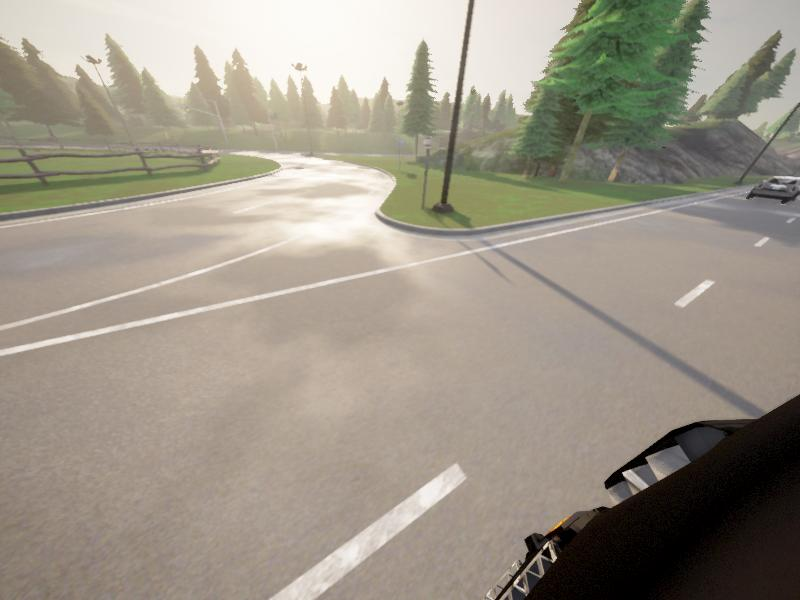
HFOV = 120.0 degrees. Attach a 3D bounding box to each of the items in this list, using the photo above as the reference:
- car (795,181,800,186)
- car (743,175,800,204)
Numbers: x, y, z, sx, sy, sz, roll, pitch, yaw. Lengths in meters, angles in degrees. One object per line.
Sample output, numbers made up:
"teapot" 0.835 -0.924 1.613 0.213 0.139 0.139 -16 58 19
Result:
"car" 52.681 -15.257 29.301 4.193 1.474 1.816 -16 38 -26
"car" 27.024 -7.948 16.477 3.806 1.475 1.970 -16 38 -26
